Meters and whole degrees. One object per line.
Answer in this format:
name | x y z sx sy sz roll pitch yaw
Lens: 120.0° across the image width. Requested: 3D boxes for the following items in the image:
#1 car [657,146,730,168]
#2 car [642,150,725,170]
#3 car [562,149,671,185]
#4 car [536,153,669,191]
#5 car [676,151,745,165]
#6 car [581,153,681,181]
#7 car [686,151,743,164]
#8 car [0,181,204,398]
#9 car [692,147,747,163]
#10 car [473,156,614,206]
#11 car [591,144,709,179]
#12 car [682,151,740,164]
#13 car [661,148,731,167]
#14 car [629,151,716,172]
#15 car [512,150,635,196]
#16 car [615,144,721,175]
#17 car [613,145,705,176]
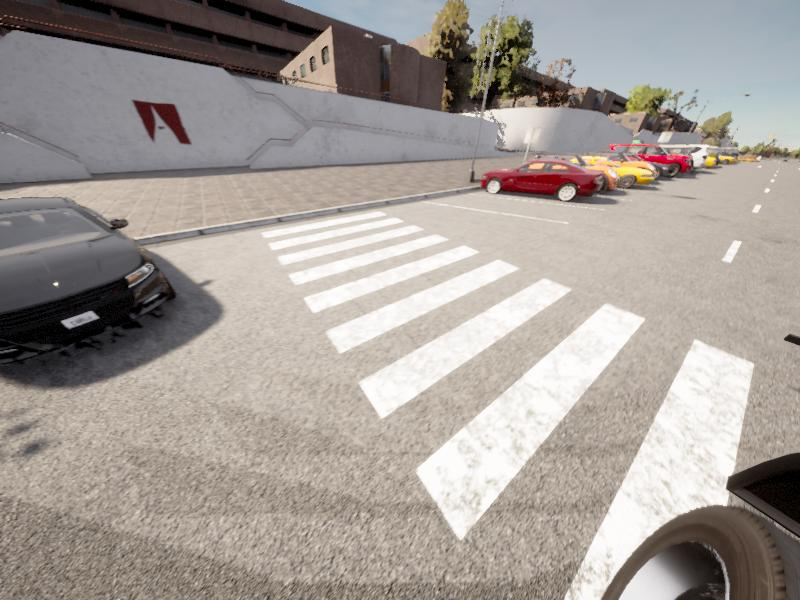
car | 33.173 -16.338 26.365 4.442 1.987 1.878 21 39 28
car | 30.487 -15.310 25.177 5.366 1.575 1.946 21 39 28
car | 13.613 -8.742 14.981 4.553 1.767 2.185 21 39 28
car | 11.365 -7.611 13.526 5.366 1.575 1.946 21 39 28
car | 42.949 -19.867 32.238 5.366 1.575 1.946 21 39 28
car | 16.064 -9.557 16.486 4.674 1.452 2.002 21 39 28
car | 47.655 -21.756 35.234 4.674 1.452 2.002 21 39 28
car | -5.790 -0.779 3.747 5.008 1.535 2.097 21 40 29
car | 50.186 -22.879 36.484 4.442 1.987 1.878 21 39 28
car | 6.355 -5.716 10.769 5.008 1.535 2.097 21 40 28
car | 18.524 -10.745 17.743 5.566 2.045 2.435 21 39 28
car | 45.224 -20.826 33.795 4.674 1.452 2.002 21 39 28
car | 35.480 -17.235 27.934 4.553 1.767 2.185 21 39 28
car | 25.781 -13.381 22.210 5.008 1.535 2.097 21 39 28
car | 8.754 -6.810 12.138 4.553 1.767 2.185 21 39 28
car | 23.330 -12.655 20.635 5.566 2.045 2.435 21 39 28
car | 21.022 -11.644 19.148 4.442 1.987 1.878 21 39 28
